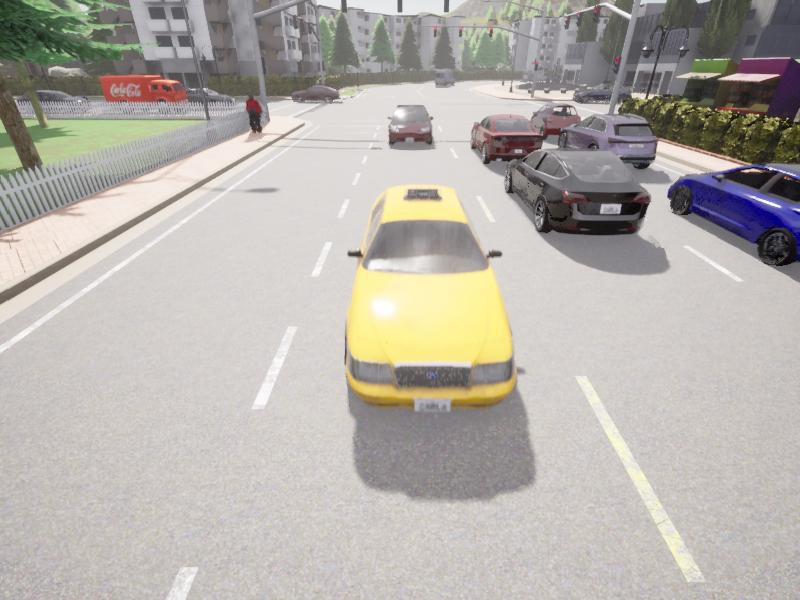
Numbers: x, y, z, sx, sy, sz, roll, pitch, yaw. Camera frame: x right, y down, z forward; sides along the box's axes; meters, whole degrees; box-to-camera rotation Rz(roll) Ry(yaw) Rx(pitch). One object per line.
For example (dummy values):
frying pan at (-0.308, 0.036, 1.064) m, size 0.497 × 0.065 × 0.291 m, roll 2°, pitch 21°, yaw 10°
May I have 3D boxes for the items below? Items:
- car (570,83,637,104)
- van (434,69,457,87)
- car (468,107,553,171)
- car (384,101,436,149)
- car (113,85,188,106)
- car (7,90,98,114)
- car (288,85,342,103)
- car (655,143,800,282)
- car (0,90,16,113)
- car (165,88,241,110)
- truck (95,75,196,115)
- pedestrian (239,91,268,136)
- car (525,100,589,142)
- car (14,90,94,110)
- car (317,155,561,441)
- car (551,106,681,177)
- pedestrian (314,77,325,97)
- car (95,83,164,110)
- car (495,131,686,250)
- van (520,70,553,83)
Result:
car at (19.044, -19.445, 37.695) m, size 5.027 × 1.651 × 2.152 m, roll 2°, pitch 30°, yaw 3°
van at (8.080, -39.138, 70.478) m, size 1.988 × 2.561 × 5.915 m, roll 13°, pitch 33°, yaw 22°
car at (3.925, -6.274, 15.235) m, size 1.882 × 1.535 × 5.008 m, roll 0°, pitch 30°, yaw 0°
car at (0.487, -8.350, 18.849) m, size 2.163 × 1.488 × 4.792 m, roll 1°, pitch 30°, yaw 2°
car at (-22.305, -18.359, 35.905) m, size 5.366 × 1.575 × 1.801 m, roll 1°, pitch 30°, yaw 2°
car at (-25.935, -14.854, 29.990) m, size 4.892 × 1.490 × 1.837 m, roll 1°, pitch 30°, yaw 2°
car at (-8.074, -19.816, 38.526) m, size 4.674 × 1.442 × 1.812 m, roll 1°, pitch 30°, yaw 2°
car at (7.340, -1.978, 7.939) m, size 1.816 × 1.474 × 4.193 m, roll 0°, pitch 30°, yaw 1°
car at (-32.492, -14.969, 30.192) m, size 4.892 × 1.490 × 1.837 m, roll 1°, pitch 30°, yaw 2°
car at (-16.001, -16.453, 32.706) m, size 4.902 × 1.511 × 2.128 m, roll 1°, pitch 30°, yaw 2°
truck at (-18.582, -15.147, 29.520) m, size 5.204 × 2.467 × 2.627 m, roll 1°, pitch 30°, yaw 2°
pedestrian at (-6.923, -8.819, 18.935) m, size 0.751 × 1.860 × 0.751 m, roll 3°, pitch 30°, yaw 5°
car at (7.579, -8.889, 19.719) m, size 1.845 × 1.501 × 3.633 m, roll 2°, pitch 30°, yaw 3°
car at (-28.544, -16.581, 33.146) m, size 4.718 × 1.301 × 1.895 m, roll 1°, pitch 30°, yaw 2°
car at (0.313, -0.713, 5.672) m, size 1.801 × 1.575 × 5.366 m, roll 0°, pitch 30°, yaw 0°
car at (7.417, -5.895, 14.496) m, size 2.033 × 1.649 × 4.856 m, roll 0°, pitch 30°, yaw 1°
pedestrian at (-8.769, -23.220, 43.605) m, size 0.751 × 1.860 × 0.751 m, roll 12°, pitch 32°, yaw 19°
car at (-22.072, -16.722, 32.794) m, size 3.866 × 1.878 × 1.905 m, roll 1°, pitch 30°, yaw 2°
car at (3.867, -2.802, 9.346) m, size 2.163 × 1.488 × 4.792 m, roll 0°, pitch 30°, yaw 0°
van at (29.224, -47.833, 85.501) m, size 6.366 × 2.431 × 2.351 m, roll -14°, pitch 33°, yaw -22°
